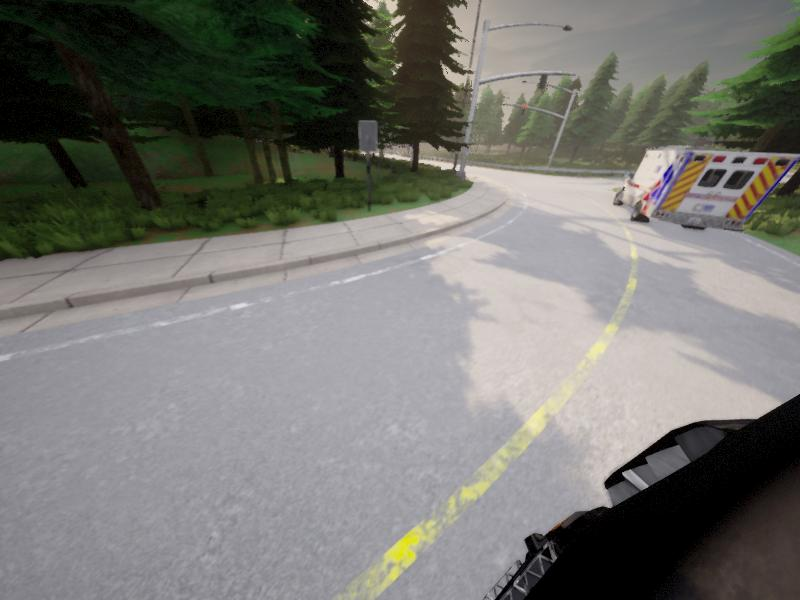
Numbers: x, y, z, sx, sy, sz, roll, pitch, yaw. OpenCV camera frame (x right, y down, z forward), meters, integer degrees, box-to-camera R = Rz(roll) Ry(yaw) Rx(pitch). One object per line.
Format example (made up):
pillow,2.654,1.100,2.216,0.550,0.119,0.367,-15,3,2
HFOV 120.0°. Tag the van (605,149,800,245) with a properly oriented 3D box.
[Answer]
van,11.143,-4.625,9.456,2.351,2.431,6.366,18,37,21

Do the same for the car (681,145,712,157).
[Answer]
car,52.876,-26.646,41.277,1.994,1.385,4.181,20,42,23
